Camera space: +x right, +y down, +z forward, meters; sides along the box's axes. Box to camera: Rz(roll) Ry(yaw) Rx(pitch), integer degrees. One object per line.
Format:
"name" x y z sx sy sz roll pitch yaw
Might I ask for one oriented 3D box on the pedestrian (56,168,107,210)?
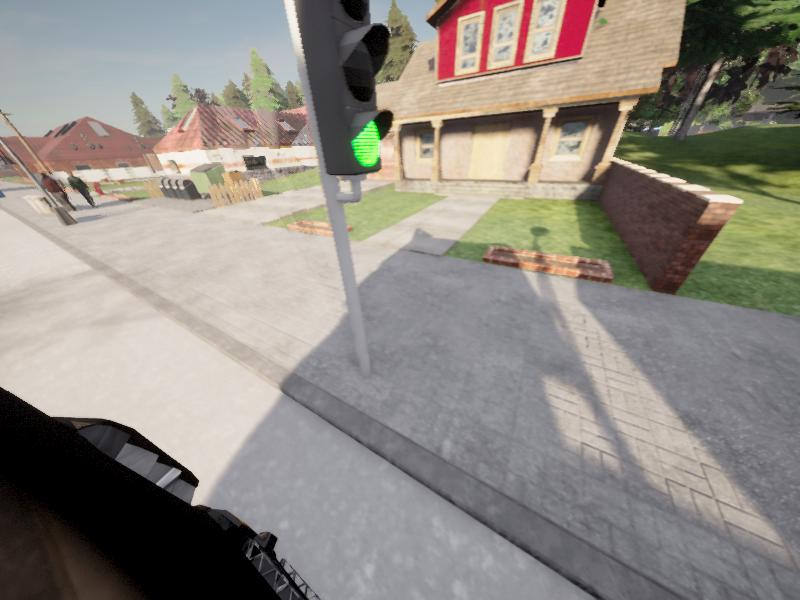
"pedestrian" -16.758 -5.843 12.190 0.751 1.860 0.751 21 40 32

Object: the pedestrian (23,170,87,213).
"pedestrian" -17.049 -5.362 11.484 0.751 1.860 0.751 3 34 9
